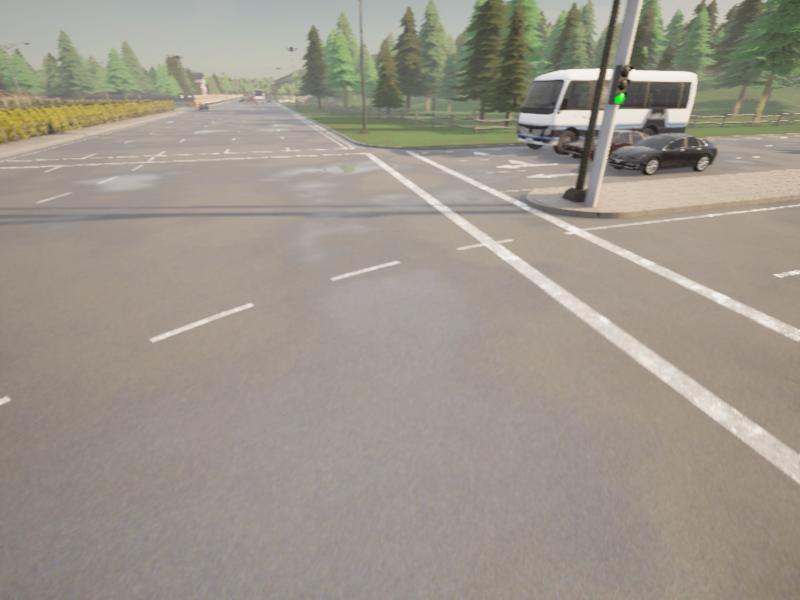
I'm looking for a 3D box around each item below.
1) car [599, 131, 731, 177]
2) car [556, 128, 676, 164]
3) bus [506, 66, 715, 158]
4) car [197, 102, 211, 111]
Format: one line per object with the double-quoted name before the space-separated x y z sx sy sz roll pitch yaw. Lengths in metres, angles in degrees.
"car" 11.603 -6.483 17.613 4.892 1.490 1.837 -8 28 -16
"car" 11.162 -8.060 20.783 5.357 1.411 2.033 -8 28 -16
"bus" 12.086 -11.094 23.558 10.273 4.253 3.944 -8 28 -16
"car" -39.856 -39.249 81.127 2.128 1.511 4.902 -12 30 -23
